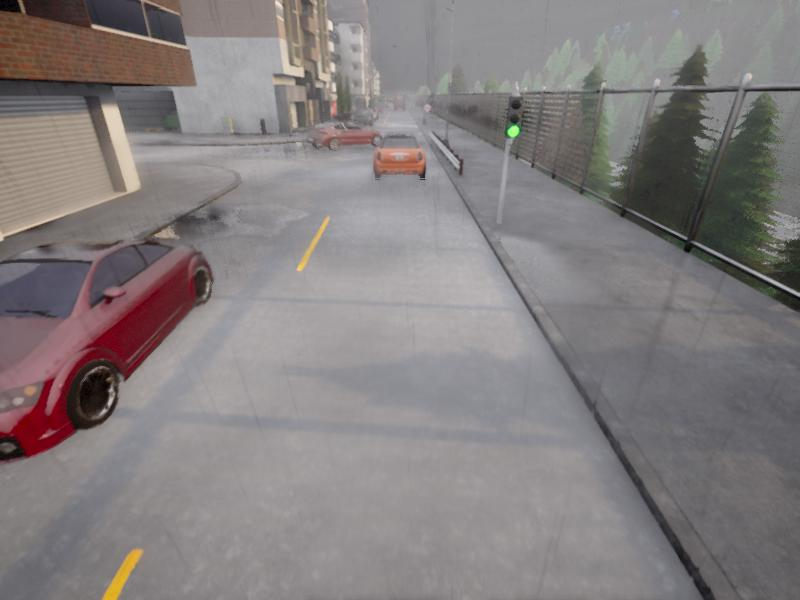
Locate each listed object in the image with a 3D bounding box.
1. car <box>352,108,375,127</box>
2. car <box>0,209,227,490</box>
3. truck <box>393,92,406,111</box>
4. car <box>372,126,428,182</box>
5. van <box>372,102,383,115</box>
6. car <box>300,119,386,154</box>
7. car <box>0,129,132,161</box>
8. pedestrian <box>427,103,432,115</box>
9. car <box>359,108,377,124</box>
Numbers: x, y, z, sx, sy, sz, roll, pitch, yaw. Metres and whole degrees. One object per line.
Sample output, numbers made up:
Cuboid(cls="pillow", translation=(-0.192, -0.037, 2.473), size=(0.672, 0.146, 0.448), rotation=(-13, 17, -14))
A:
Cuboid(cls="car", translation=(-4.029, -20.423, 44.696), size=(2.097, 1.767, 4.553), rotation=(0, 27, 0))
Cuboid(cls="car", translation=(-4.077, 0.084, 4.997), size=(1.994, 1.385, 4.181), rotation=(0, 27, -1))
Cuboid(cls="truck", translation=(-0.074, -47.503, 95.511), size=(2.891, 3.827, 8.468), rotation=(0, 27, 0))
Cuboid(cls="car", translation=(-0.009, -6.424, 17.290), size=(2.097, 1.767, 4.553), rotation=(0, 27, 0))
Cuboid(cls="van", translation=(-4.058, -35.538, 74.088), size=(1.775, 1.987, 4.442), rotation=(0, 27, 0))
Cuboid(cls="car", translation=(-3.492, -10.442, 25.336), size=(5.027, 1.651, 2.152), rotation=(-23, 35, -37))
Cuboid(cls="car", translation=(-17.808, -8.315, 21.368), size=(5.357, 1.411, 2.033), rotation=(0, 27, 0))
Cuboid(cls="pedestrian", translation=(4.929, -32.306, 67.650), size=(0.751, 1.860, 0.751), rotation=(-1, 27, -1))
Cuboid(cls="car", translation=(-4.036, -23.564, 51.083), size=(1.801, 1.575, 5.366), rotation=(0, 27, 0))
